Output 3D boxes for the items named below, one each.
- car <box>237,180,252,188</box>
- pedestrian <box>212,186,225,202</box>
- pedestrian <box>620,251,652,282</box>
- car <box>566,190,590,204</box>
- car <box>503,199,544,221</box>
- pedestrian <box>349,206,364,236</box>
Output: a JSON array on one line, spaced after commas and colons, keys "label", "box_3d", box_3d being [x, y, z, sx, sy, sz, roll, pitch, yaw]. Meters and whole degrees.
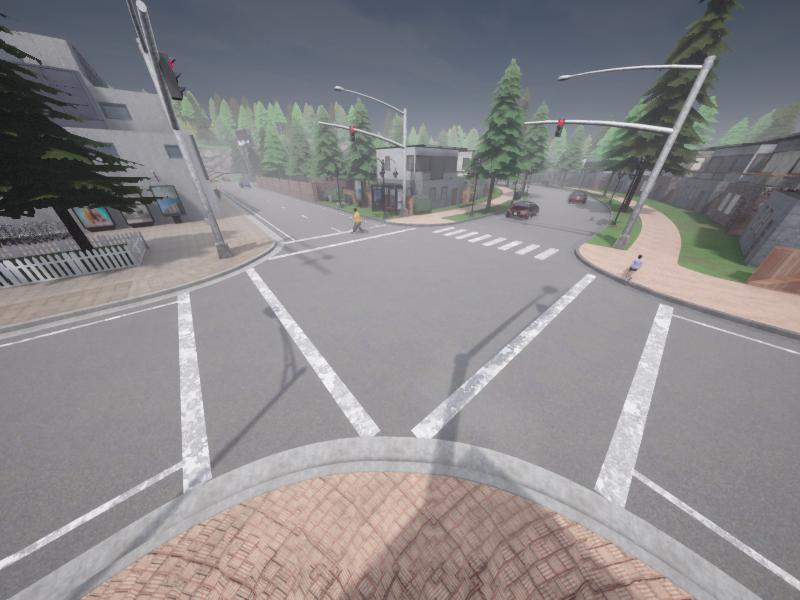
[{"label": "car", "box_3d": [-36.413, -27.167, 54.095, 2.007, 1.525, 4.514, -22, 36, -33]}, {"label": "pedestrian", "box_3d": [-24.699, -14.457, 31.393, 0.751, 1.860, 0.751, -23, 37, -34]}, {"label": "pedestrian", "box_3d": [9.676, -1.383, 9.507, 0.500, 1.100, 0.500, 20, 36, 31]}, {"label": "car", "box_3d": [24.515, -14.324, 31.969, 1.994, 1.385, 4.181, 16, 34, 25]}, {"label": "car", "box_3d": [12.001, -8.806, 22.412, 1.994, 1.385, 4.181, 25, 39, 37]}, {"label": "pedestrian", "box_3d": [-3.045, -5.553, 16.275, 0.751, 1.860, 0.751, -12, 32, -19]}]
